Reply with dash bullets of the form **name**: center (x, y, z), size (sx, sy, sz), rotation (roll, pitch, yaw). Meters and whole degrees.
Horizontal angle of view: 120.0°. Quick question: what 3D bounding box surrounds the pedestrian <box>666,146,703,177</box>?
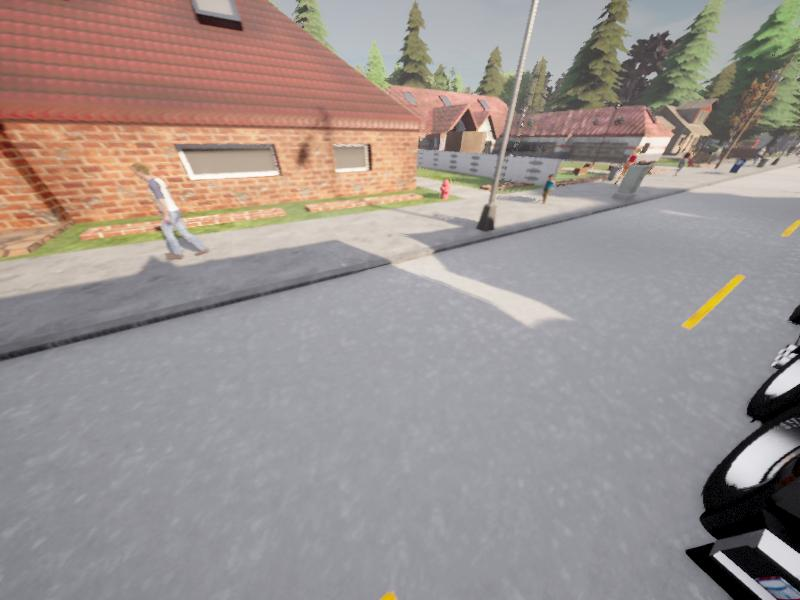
- **pedestrian**: center (20.524, -9.985, 16.711), size (0.751, 1.860, 0.751), rotation (-16, 38, -22)

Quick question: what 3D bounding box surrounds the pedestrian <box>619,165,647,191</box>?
- **pedestrian**: center (12.296, -6.442, 12.202), size (0.500, 1.100, 0.500), rotation (-21, 40, -27)

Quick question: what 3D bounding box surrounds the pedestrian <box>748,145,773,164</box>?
- **pedestrian**: center (42.841, -17.325, 27.480), size (0.751, 1.860, 0.751), rotation (-25, 42, -32)

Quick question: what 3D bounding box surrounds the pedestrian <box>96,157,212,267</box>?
- **pedestrian**: center (-4.651, -1.729, 4.596), size (0.751, 1.860, 0.751), rotation (-17, 38, -23)

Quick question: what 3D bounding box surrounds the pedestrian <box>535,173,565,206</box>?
- **pedestrian**: center (5.922, -4.379, 9.175), size (0.500, 1.100, 0.500), rotation (-15, 38, -20)

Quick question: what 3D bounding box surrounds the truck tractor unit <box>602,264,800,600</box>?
- **truck tractor unit**: center (5.113, -0.298, 0.783), size (6.516, 4.208, 3.053), rotation (-18, 39, -24)

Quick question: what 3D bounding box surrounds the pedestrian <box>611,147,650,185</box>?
- **pedestrian**: center (13.495, -7.860, 13.588), size (0.751, 1.860, 0.751), rotation (-19, 39, -26)
